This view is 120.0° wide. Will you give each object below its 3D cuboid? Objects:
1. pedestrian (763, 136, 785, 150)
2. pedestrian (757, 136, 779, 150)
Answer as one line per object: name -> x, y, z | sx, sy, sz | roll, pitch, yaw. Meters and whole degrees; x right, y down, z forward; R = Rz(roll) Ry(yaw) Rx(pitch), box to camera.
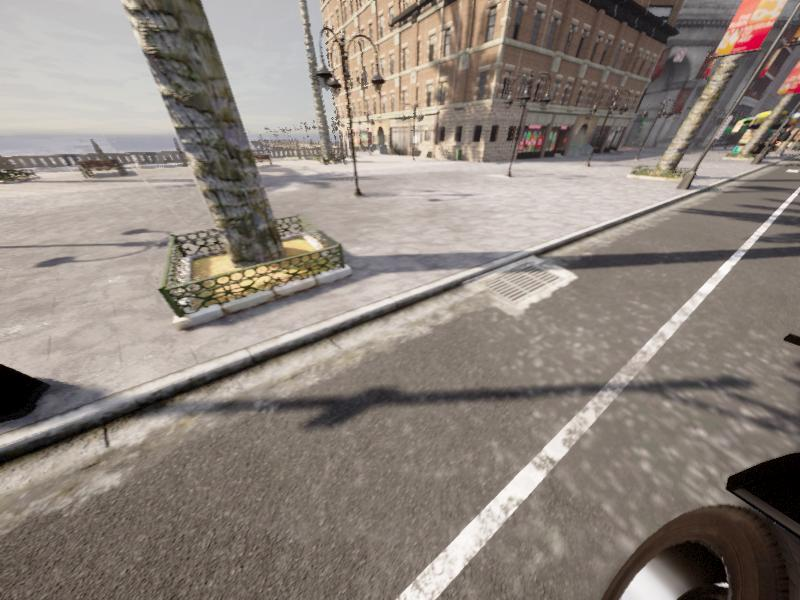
pedestrian -> 59.483, -24.967, 36.768 | 0.751, 1.860, 0.751 | 6, 36, 9
pedestrian -> 59.639, -25.455, 37.454 | 0.751, 1.860, 0.751 | 7, 36, 9
